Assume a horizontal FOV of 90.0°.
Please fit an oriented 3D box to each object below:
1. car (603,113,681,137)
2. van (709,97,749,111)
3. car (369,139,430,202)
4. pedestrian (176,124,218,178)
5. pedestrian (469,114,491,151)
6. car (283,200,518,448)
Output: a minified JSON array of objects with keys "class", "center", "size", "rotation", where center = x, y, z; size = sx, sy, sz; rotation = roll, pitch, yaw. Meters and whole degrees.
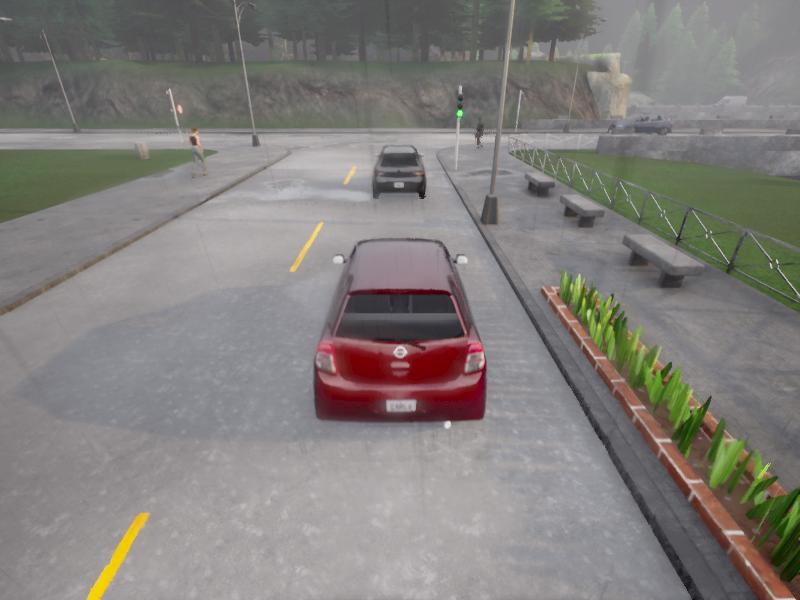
[{"class":"car","center":[19.433,-14.191,32.358],"size":[4.611,1.667,2.242],"rotation":[0,27,0]},{"class":"van","center":[68.533,-40.918,83.311],"size":[5.915,2.561,1.988],"rotation":[0,27,0]},{"class":"car","center":[-0.016,-4.681,14.088],"size":[1.816,1.474,4.193],"rotation":[0,27,0]},{"class":"pedestrian","center":[-7.795,-5.727,15.422],"size":[0.751,1.860,0.751],"rotation":[6,28,12]},{"class":"pedestrian","center":[4.574,-9.607,22.943],"size":[0.751,1.860,0.751],"rotation":[-15,31,-27]},{"class":"car","center":[0.002,-0.084,5.092],"size":[1.845,1.501,3.633],"rotation":[0,27,0]}]
